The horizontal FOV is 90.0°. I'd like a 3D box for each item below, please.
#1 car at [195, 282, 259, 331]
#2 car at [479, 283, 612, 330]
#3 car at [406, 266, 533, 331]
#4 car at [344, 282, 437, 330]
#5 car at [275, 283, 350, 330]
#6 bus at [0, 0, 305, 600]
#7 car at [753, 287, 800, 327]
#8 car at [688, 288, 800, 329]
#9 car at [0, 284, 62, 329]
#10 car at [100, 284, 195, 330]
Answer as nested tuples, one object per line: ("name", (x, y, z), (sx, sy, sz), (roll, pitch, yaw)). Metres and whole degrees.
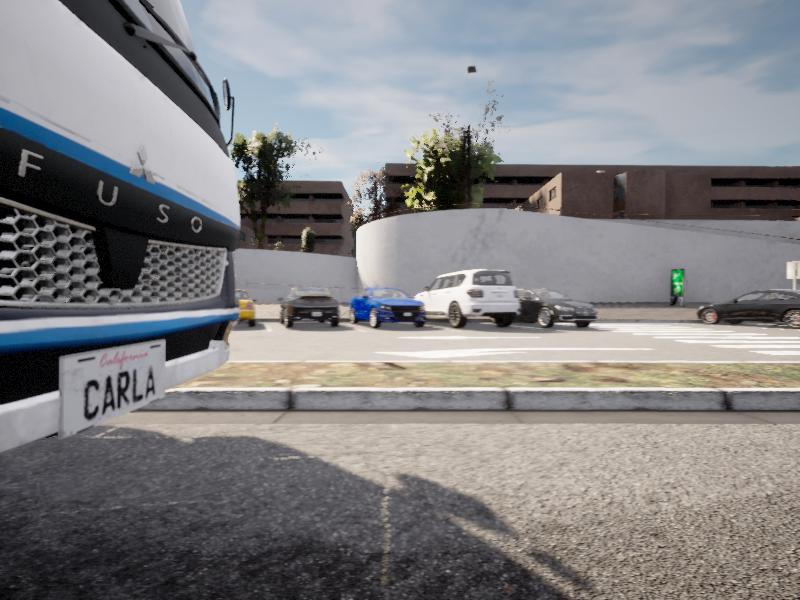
("car", (-6.631, 0.235, 15.773), (1.946, 1.575, 5.366), (0, -1, -20))
("car", (5.367, 0.246, 15.603), (2.231, 1.521, 4.892), (1, -1, -20))
("car", (2.366, -0.012, 15.624), (2.435, 2.045, 5.566), (0, -1, -20))
("car", (-0.598, 0.236, 15.602), (2.097, 1.535, 5.008), (1, -1, -20))
("car", (-3.584, 0.237, 15.591), (2.231, 1.521, 4.892), (0, -1, -20))
("bus", (-6.038, -1.135, 1.821), (10.273, 4.253, 3.944), (0, 0, 0))
("car", (17.356, 0.284, 15.414), (1.946, 1.575, 5.366), (1, -1, -20))
("car", (14.308, 0.315, 15.584), (2.002, 1.452, 4.674), (0, -1, -20))
("car", (-15.447, 0.238, 15.432), (1.946, 1.575, 5.366), (1, -1, -20))
("car", (-9.561, 0.268, 15.627), (2.163, 1.488, 4.792), (0, -1, -20))
